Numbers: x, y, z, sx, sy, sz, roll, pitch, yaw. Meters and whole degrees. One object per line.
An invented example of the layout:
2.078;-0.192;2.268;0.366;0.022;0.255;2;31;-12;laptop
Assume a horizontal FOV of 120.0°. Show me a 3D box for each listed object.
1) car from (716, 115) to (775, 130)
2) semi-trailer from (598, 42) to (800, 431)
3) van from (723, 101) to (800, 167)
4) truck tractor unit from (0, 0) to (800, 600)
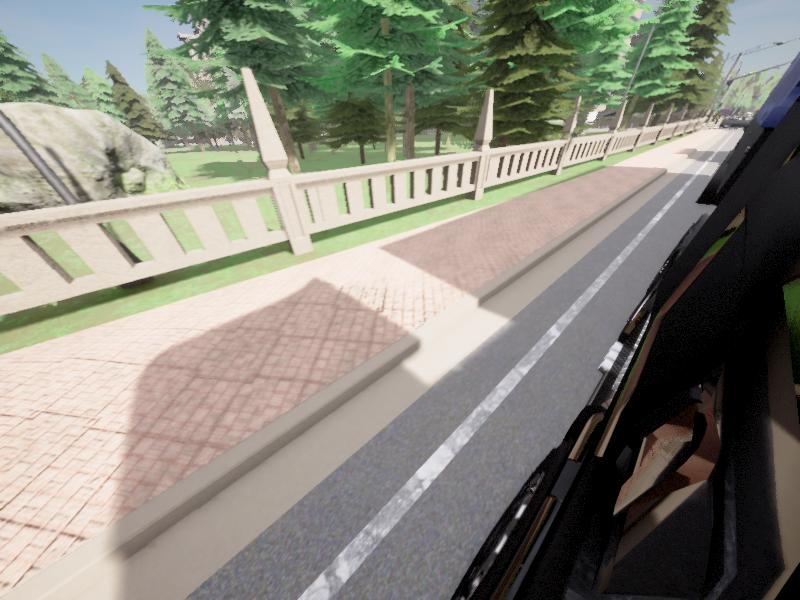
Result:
49.823;-25.667;33.445;2.007;1.525;4.514;-27;43;-29;car
8.692;-3.610;4.233;14.254;4.402;2.717;-28;44;-30;semi-trailer
20.054;-8.893;12.217;6.366;2.431;2.351;-28;44;-30;van
2.645;-0.295;0.351;6.516;4.208;3.053;-28;44;-30;truck tractor unit
